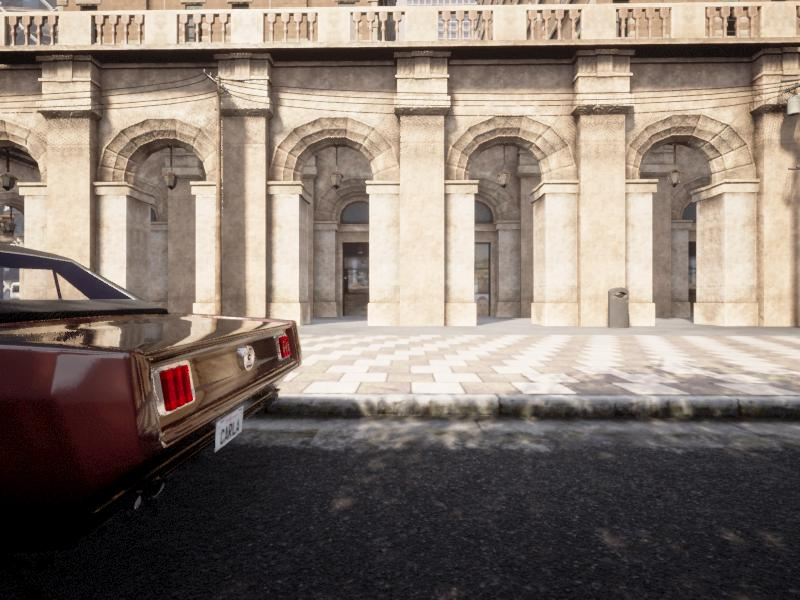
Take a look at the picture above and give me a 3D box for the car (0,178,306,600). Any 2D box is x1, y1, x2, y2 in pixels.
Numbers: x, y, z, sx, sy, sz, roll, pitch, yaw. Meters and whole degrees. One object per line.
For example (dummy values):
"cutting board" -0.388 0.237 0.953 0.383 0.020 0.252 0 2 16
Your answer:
"car" -3.058 0.338 2.008 4.718 1.301 1.895 0 0 1
